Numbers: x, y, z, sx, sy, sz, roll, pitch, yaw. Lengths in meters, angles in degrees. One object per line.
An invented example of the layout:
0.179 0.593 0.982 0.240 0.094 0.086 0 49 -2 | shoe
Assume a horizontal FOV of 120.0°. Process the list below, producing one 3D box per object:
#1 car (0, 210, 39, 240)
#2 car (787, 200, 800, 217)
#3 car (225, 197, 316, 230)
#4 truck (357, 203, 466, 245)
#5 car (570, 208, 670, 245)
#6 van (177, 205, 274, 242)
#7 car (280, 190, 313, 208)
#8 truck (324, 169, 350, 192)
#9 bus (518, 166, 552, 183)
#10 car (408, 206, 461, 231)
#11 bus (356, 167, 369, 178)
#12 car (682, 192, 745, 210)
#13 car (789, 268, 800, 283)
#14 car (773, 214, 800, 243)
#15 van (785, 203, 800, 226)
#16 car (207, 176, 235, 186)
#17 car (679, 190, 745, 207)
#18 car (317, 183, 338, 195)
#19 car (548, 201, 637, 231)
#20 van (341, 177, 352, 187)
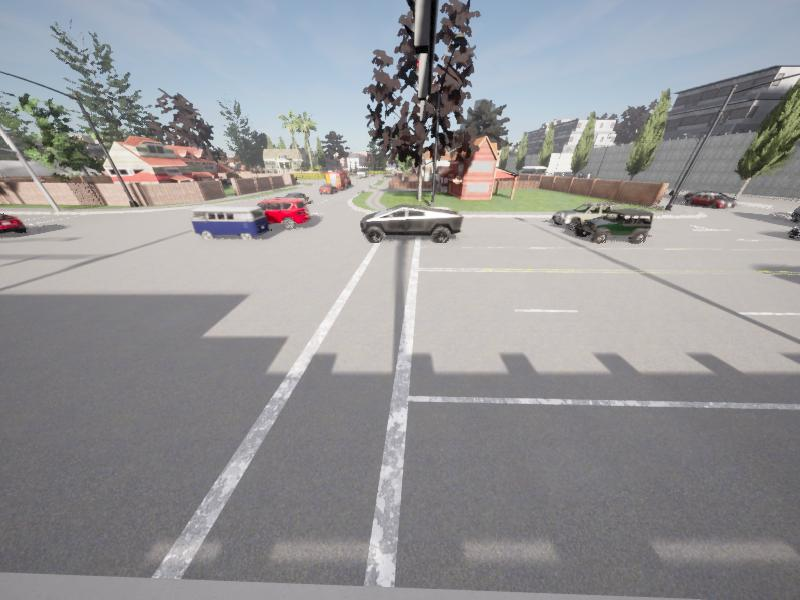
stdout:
-28.612 -5.109 15.638 4.514 1.525 2.007 1 30 1 | car
39.493 -7.691 20.334 2.033 1.411 5.357 2 30 3 | car
-9.912 -6.823 18.161 5.566 2.045 2.150 1 30 1 | car
0.661 -4.960 14.899 6.274 2.098 2.390 1 30 1 | truck
13.677 -4.720 14.688 3.866 1.878 1.905 1 30 1 | car
-11.212 -5.061 15.175 4.442 1.987 1.775 1 30 1 | van
-12.747 -12.608 28.765 1.837 1.490 4.892 0 30 0 | car
-12.756 -24.915 47.736 2.891 3.827 8.468 0 30 0 | truck
40.636 -38.053 70.056 3.944 4.253 10.273 0 30 1 | bus
2.560 -6.421 18.051 3.806 1.475 1.970 1 30 1 | car
-16.290 -55.543 100.349 3.944 4.253 10.273 0 30 0 | bus
36.257 -11.533 26.905 1.970 1.475 3.806 0 30 1 | car
18.734 -0.926 8.640 4.181 1.385 1.994 1 30 1 | car
27.983 -4.378 14.479 4.902 1.511 2.128 0 30 1 | car
33.554 -6.887 17.798 1.988 2.561 5.915 28 40 36 | van
-41.730 -27.833 53.957 4.605 1.855 1.932 0 30 0 | car
39.809 -13.194 29.764 1.837 1.490 4.892 0 30 1 | car
-12.730 -19.705 40.913 2.152 1.651 5.027 0 30 0 | car
14.459 -6.440 17.682 4.605 1.855 1.932 1 30 1 | car
-12.930 -28.639 56.026 1.775 1.987 4.442 -1 30 -2 | van
